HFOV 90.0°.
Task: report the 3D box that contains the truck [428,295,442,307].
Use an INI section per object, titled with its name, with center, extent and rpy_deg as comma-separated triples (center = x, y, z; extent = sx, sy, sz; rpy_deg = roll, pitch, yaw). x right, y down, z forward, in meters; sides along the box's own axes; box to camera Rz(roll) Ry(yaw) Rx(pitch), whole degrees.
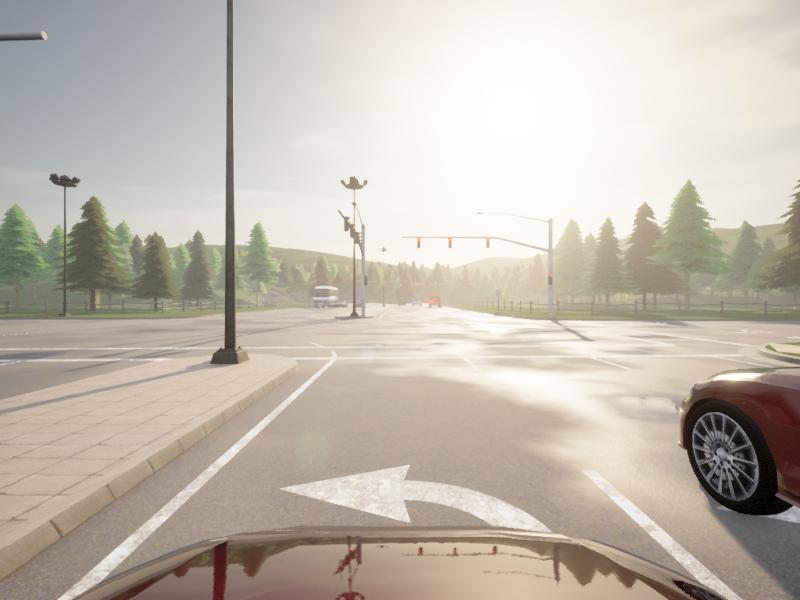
[truck]
center = 7.211, 0.282, 83.983
extent = 2.627, 2.467, 5.204
rpy_deg = 0, 0, 2

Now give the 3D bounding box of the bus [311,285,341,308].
[bus]
center = -14.756, -0.609, 80.459
extent = 3.944, 4.253, 10.273
rpy_deg = 0, 0, 1

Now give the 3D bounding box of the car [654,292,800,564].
[car]
center = 3.500, 0.779, 1.307
extent = 2.152, 1.651, 5.027
rpy_deg = 0, 0, 0
